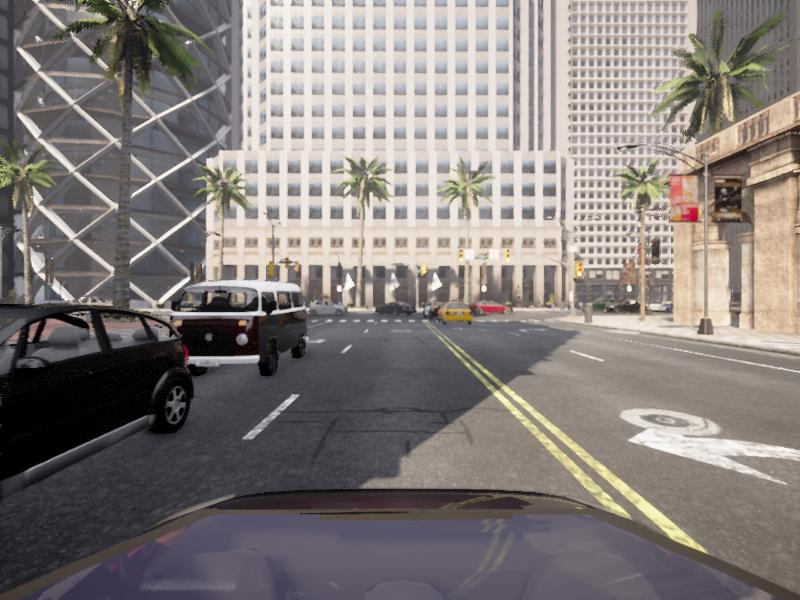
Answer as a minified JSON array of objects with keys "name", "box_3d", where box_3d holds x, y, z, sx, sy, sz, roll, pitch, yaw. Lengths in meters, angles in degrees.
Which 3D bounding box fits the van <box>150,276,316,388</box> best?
[{"name":"van","box_3d":[-3.484,0.557,9.475,2.069,2.038,4.480,0,1,0]}]

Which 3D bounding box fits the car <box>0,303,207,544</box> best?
[{"name":"car","box_3d":[-3.491,0.811,3.525,1.789,1.549,3.705,0,0,0]}]

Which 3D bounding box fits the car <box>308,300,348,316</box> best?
[{"name":"car","box_3d":[-7.113,0.788,39.908,3.633,1.501,1.845,0,0,0]}]

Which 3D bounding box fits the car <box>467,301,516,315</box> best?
[{"name":"car","box_3d":[9.814,0.809,43.342,4.792,1.488,2.163,0,0,0]}]

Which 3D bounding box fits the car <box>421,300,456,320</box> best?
[{"name":"car","box_3d":[3.187,0.793,33.934,2.038,1.542,4.974,0,0,-5]}]

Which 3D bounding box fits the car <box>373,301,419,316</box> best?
[{"name":"car","box_3d":[-0.488,0.855,40.820,2.033,1.411,5.357,0,0,-36]}]

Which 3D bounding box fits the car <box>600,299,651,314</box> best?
[{"name":"car","box_3d":[26.295,0.712,46.746,4.611,1.667,2.242,0,0,0]}]

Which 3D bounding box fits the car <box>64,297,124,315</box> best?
[{"name":"car","box_3d":[-31.842,0.613,41.759,4.605,1.855,1.932,0,0,-19]}]

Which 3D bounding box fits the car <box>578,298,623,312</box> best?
[{"name":"car","box_3d":[25.135,0.646,50.251,4.553,1.767,2.097,0,0,0]}]

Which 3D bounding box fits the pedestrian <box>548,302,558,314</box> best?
[{"name":"pedestrian","box_3d":[17.011,0.875,44.432,0.751,1.300,0.751,0,0,-3]}]

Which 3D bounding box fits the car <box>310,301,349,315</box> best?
[{"name":"car","box_3d":[-7.612,0.811,43.400,3.806,1.475,1.970,0,0,0]}]

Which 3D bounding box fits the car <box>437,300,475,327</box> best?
[{"name":"car","box_3d":[3.571,0.778,26.520,1.801,1.575,5.366,0,0,0]}]
